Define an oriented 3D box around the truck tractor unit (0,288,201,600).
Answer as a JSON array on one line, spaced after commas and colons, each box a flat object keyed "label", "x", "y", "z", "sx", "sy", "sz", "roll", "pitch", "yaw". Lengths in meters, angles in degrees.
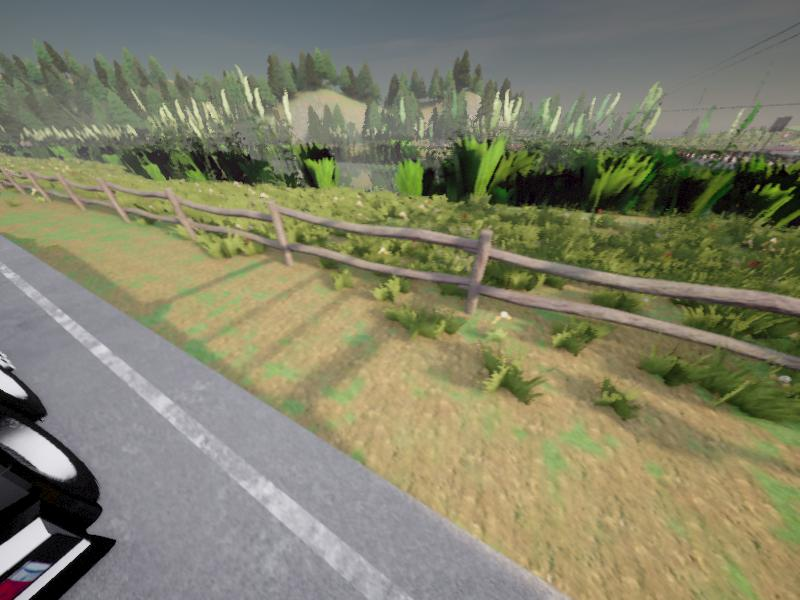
[{"label": "truck tractor unit", "x": -5.156, "y": -0.253, "z": 0.716, "sx": 6.516, "sy": 4.208, "sz": 3.053, "roll": 17, "pitch": 39, "yaw": 22}]
